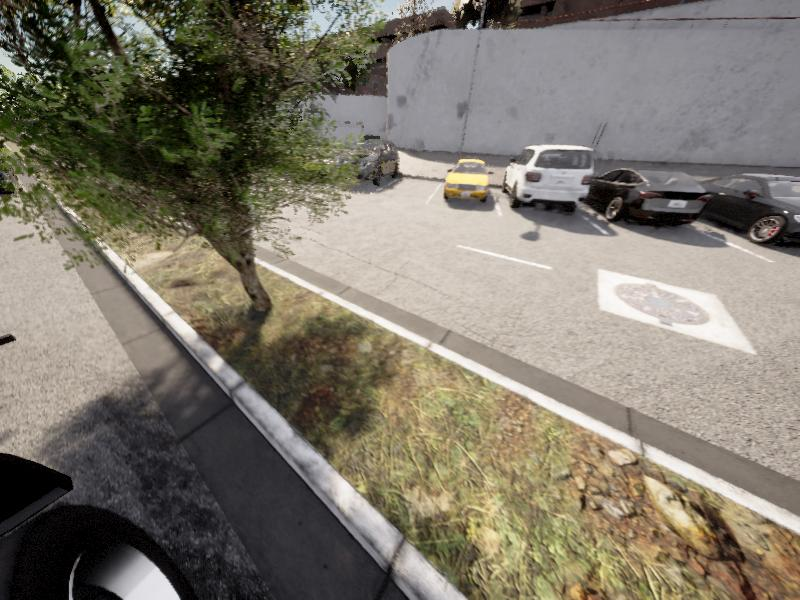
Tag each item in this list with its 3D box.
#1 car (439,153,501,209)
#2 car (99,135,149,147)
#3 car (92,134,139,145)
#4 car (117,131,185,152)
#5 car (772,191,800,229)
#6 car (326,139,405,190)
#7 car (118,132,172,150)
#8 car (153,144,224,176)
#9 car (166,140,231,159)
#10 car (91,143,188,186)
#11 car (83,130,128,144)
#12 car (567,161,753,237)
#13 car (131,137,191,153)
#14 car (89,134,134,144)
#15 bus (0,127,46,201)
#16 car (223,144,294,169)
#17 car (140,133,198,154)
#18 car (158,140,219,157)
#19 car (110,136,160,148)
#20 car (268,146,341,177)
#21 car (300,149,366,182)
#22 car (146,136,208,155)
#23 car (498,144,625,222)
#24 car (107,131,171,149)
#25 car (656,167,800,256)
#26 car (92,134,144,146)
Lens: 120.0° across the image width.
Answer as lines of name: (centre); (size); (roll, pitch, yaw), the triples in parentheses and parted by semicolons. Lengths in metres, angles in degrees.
car: (3.230, -5.801, 10.800); (1.946, 1.575, 5.366); (10, 36, 12)
car: (-45.724, -26.529, 38.479); (2.163, 1.488, 4.792); (10, 36, 11)
car: (-50.598, -28.657, 41.250); (2.163, 1.488, 4.792); (10, 36, 11)
car: (-33.505, -21.582, 31.476); (2.435, 2.045, 5.566); (10, 36, 11)
car: (13.118, -1.972, 5.306); (2.185, 1.767, 4.553); (9, 35, 12)
car: (-1.635, -8.133, 13.561); (2.435, 2.045, 5.566); (10, 36, 11)
car: (-35.970, -22.543, 32.791); (1.878, 1.987, 4.442); (10, 36, 11)
car: (-14.732, -9.842, 16.067); (4.892, 1.490, 1.837); (23, 41, 27)
car: (-21.294, -16.191, 24.772); (2.163, 1.488, 4.792); (10, 36, 11)
car: (-14.522, -7.696, 12.909); (4.611, 1.667, 2.242); (23, 41, 27)
car: (-55.497, -30.891, 43.691); (1.878, 1.987, 4.442); (11, 36, 11)
car: (8.193, -3.861, 8.197); (2.163, 1.488, 4.792); (9, 35, 12)
car: (-31.072, -20.358, 30.269); (2.231, 1.521, 4.892); (10, 36, 12)
car: (-53.048, -29.685, 42.584); (2.002, 1.452, 4.674); (10, 36, 11)
bus: (-19.819, -6.911, 9.470); (10.273, 4.253, 3.944); (24, 41, 29)
car: (-11.471, -12.043, 19.254); (2.163, 1.488, 4.792); (10, 36, 11)
car: (-28.596, -19.581, 28.865); (1.878, 1.987, 4.442); (10, 36, 12)
car: (-23.752, -17.235, 26.180); (2.002, 1.452, 4.674); (10, 36, 12)
car: (-40.837, -24.457, 35.775); (2.002, 1.452, 4.674); (10, 36, 12)
car: (-6.511, -10.115, 16.645); (1.946, 1.575, 5.366); (10, 36, 12)
car: (-4.094, -8.947, 15.140); (2.002, 1.452, 4.674); (10, 36, 11)
car: (-26.194, -18.387, 27.434); (2.185, 1.767, 4.553); (10, 36, 12)
car: (5.743, -5.103, 9.433); (2.435, 2.045, 5.566); (9, 36, 12)
car: (-38.382, -23.678, 34.266); (2.435, 2.045, 5.566); (10, 36, 12)
car: (10.655, -2.822, 6.780); (2.002, 1.452, 4.674); (10, 36, 12)
car: (-48.201, -27.515, 39.698); (1.946, 1.575, 5.366); (10, 36, 11)
